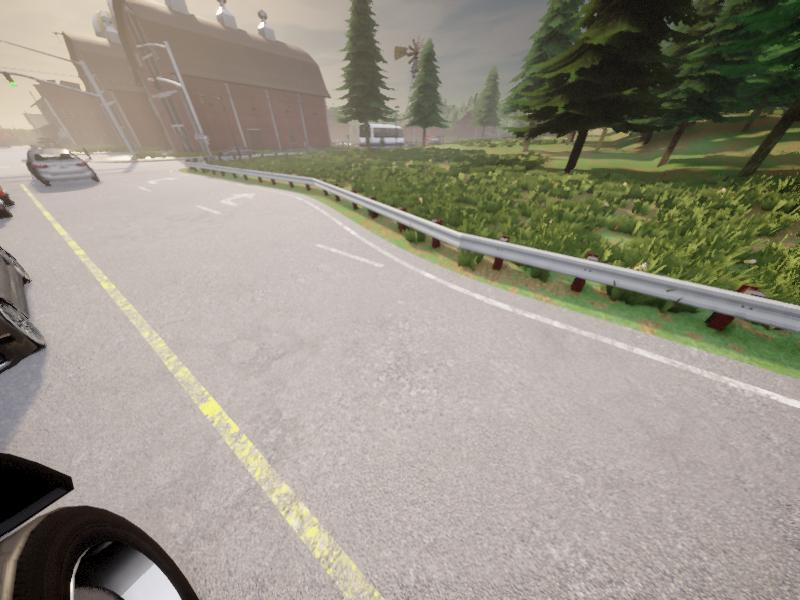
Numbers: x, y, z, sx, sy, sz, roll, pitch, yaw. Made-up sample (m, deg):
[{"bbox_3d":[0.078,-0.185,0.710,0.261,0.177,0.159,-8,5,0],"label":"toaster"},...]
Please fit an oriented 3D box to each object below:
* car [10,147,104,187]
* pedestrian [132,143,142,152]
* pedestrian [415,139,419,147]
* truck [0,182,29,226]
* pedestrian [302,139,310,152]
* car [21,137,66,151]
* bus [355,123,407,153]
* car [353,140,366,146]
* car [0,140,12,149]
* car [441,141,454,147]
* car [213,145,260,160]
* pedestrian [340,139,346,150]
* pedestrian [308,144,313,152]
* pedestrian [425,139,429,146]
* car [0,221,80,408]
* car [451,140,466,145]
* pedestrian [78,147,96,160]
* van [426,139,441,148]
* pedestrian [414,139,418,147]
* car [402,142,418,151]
[{"bbox_3d":[-20.362,-8.009,13.737,4.611,1.667,2.242,21,40,27],"label":"car"},{"bbox_3d":[-40.705,-23.590,35.746,0.500,1.100,0.500,-28,44,-34],"label":"pedestrian"},{"bbox_3d":[4.682,-44.162,65.122,0.751,1.860,0.751,28,44,33],"label":"pedestrian"},{"bbox_3d":[-14.893,-3.776,7.054,5.204,2.467,2.627,22,40,27],"label":"truck"},{"bbox_3d":[-16.141,-26.484,39.603,0.751,1.860,0.751,-20,40,-26],"label":"pedestrian"},{"bbox_3d":[-65.142,-28.617,42.294,3.866,1.878,1.905,-6,41,-6],"label":"car"},{"bbox_3d":[-3.233,-30.487,43.604,3.944,4.253,10.273,22,41,28],"label":"bus"},{"bbox_3d":[-13.352,-51.987,76.512,1.816,1.474,4.193,22,40,28],"label":"car"},{"bbox_3d":[-86.773,-33.912,50.258,3.705,1.549,1.789,21,40,27],"label":"car"},{"bbox_3d":[14.343,-47.132,69.764,1.837,1.490,4.892,22,41,28],"label":"car"},{"bbox_3d":[-20.466,-18.602,29.107,1.994,1.385,4.181,22,41,28],"label":"car"},{"bbox_3d":[-11.180,-30.494,45.336,0.751,1.860,0.751,22,40,28],"label":"pedestrian"},{"bbox_3d":[-15.467,-26.202,39.871,0.500,1.100,0.500,4,35,5],"label":"pedestrian"},{"bbox_3d":[7.922,-46.390,68.051,0.751,1.860,0.751,21,40,26],"label":"pedestrian"},{"bbox_3d":[-6.374,-0.083,2.719,4.902,1.511,2.128,22,40,28],"label":"car"},{"bbox_3d":[22.914,-61.940,90.839,5.008,1.535,1.882,22,41,28],"label":"car"},{"bbox_3d":[-33.658,-15.761,24.866,0.500,1.100,0.500,1,35,1],"label":"pedestrian"},{"bbox_3d":[9.203,-43.144,63.600,2.069,2.038,4.480,22,41,28],"label":"van"},{"bbox_3d":[4.497,-44.605,65.492,0.751,1.860,0.751,-5,36,-8],"label":"pedestrian"},{"bbox_3d":[2.223,-33.725,50.605,1.845,1.501,3.633,22,41,28],"label":"car"}]
